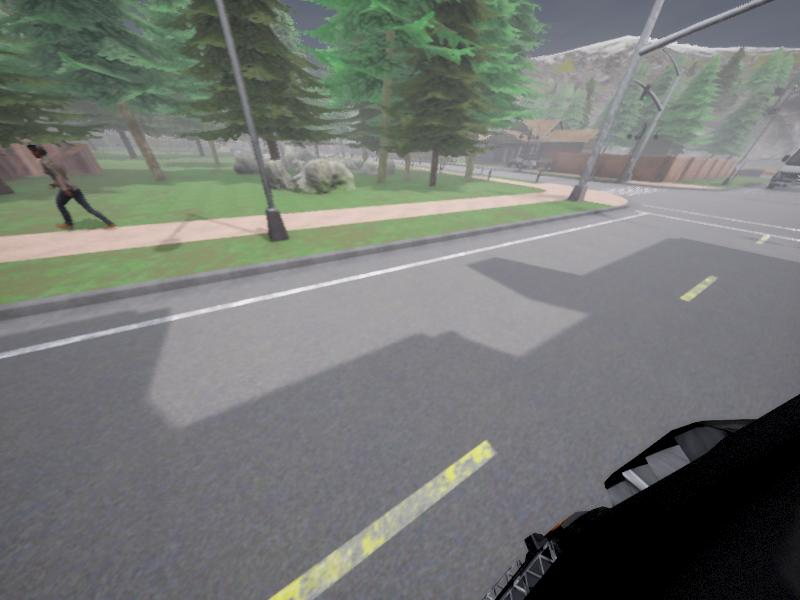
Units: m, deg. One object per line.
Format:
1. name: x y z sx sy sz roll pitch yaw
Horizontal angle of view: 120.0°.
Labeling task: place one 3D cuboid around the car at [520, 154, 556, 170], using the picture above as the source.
1. car: 20.057 -20.009 33.554 4.605 1.855 1.932 -17 38 -27

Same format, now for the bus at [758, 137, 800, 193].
1. bus: 41.565 -13.313 22.925 10.273 4.253 3.944 -16 38 -26

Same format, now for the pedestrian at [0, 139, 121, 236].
1. pedestrian: -7.667 -2.520 5.272 0.751 1.860 0.751 -10 35 -18

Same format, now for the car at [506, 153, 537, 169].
1. car: 18.415 -21.127 35.144 3.866 1.878 1.905 -17 38 -27
